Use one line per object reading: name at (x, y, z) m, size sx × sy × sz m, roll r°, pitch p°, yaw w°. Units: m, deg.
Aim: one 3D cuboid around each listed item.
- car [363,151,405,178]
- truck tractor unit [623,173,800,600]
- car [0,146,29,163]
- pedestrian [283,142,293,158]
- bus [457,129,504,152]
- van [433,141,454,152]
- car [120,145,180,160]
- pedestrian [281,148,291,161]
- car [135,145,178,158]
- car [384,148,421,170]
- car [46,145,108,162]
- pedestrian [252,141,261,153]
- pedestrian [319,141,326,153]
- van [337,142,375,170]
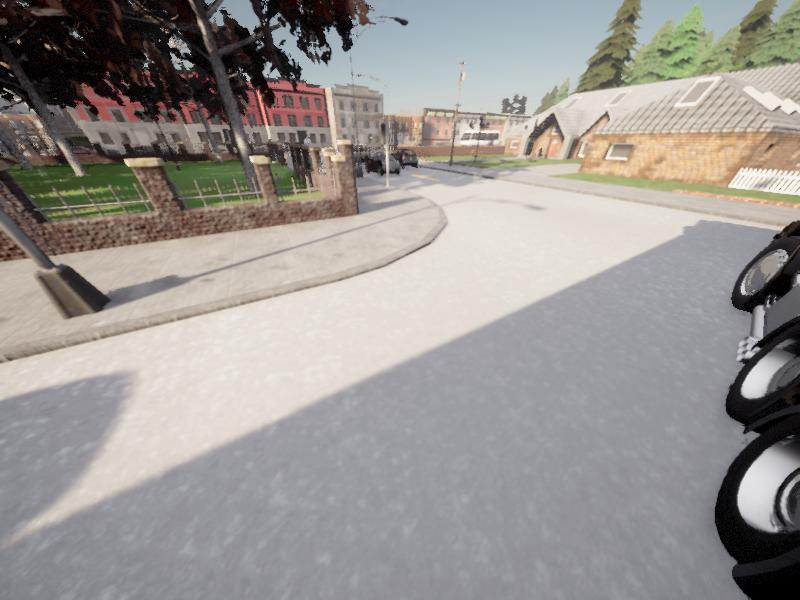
car at (-1.340, -10.646, 17.996) m, size 1.845 × 1.501 × 3.633 m, roll -17°, pitch 38°, yaw -23°
truck tractor unit at (4.945, -0.439, 0.980) m, size 6.516 × 4.208 × 3.053 m, roll -25°, pitch 42°, yaw -31°
car at (-44.957, -15.747, 25.003) m, size 4.514 × 1.525 × 2.007 m, roll -17°, pitch 38°, yaw -23°
pedestrian at (-15.858, -21.296, 32.708) m, size 0.751 × 1.860 × 0.751 m, roll -3°, pitch 35°, yaw -4°
bus at (19.668, -38.927, 56.453) m, size 10.273 × 4.253 × 3.944 m, roll -17°, pitch 38°, yaw -23°
van at (9.905, -35.116, 52.928) m, size 4.442 × 1.987 × 1.775 m, roll -17°, pitch 38°, yaw -23°
car at (-32.688, -19.442, 30.449) m, size 4.892 × 1.490 × 1.837 m, roll -17°, pitch 39°, yaw -24°
pedestrian at (-13.765, -17.570, 27.848) m, size 0.751 × 1.300 × 0.751 m, roll -17°, pitch 38°, yaw -23°
car at (-34.836, -21.390, 33.204) m, size 3.633 × 1.501 × 1.845 m, roll -17°, pitch 38°, yaw -23°
car at (0.126, -13.946, 22.693) m, size 1.851 × 1.617 × 3.988 m, roll -17°, pitch 38°, yaw -23°
car at (-38.621, -17.674, 27.804) m, size 3.705 × 1.549 × 1.789 m, roll -17°, pitch 38°, yaw -23°
pedestrian at (-25.947, -27.678, 41.818) m, size 0.751 × 1.860 × 0.751 m, roll -10°, pitch 36°, yaw -15°
pedestrian at (-15.311, -30.274, 45.641) m, size 0.751 × 1.860 × 0.751 m, roll -20°, pitch 39°, yaw -26°
van at (-4.267, -13.989, 22.340) m, size 2.069 × 2.038 × 4.480 m, roll -17°, pitch 38°, yaw -23°
